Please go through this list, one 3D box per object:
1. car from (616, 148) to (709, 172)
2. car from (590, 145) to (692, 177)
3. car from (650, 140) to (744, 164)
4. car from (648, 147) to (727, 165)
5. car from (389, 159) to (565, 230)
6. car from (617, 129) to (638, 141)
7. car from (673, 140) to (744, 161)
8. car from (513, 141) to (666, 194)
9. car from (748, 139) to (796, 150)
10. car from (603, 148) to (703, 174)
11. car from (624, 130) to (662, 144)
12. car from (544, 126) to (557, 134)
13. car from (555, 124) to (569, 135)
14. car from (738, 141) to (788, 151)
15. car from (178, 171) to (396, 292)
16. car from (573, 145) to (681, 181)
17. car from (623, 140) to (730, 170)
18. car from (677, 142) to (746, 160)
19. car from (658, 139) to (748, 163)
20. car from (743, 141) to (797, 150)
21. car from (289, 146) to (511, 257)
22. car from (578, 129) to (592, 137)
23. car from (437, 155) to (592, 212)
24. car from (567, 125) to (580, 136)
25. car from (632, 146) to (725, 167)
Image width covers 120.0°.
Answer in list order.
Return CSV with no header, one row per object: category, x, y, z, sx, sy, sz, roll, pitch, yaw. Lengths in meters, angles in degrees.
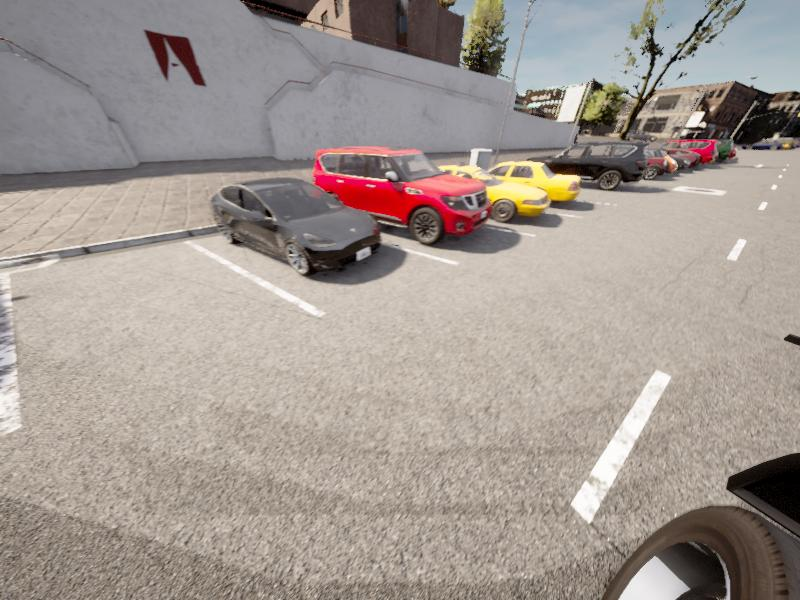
car,21.836,-11.964,19.584,4.792,1.488,2.163,21,40,29
car,16.920,-10.125,16.683,4.553,1.767,2.185,21,40,28
car,31.692,-16.125,25.063,5.566,2.045,2.435,21,40,29
car,29.250,-14.894,23.805,4.674,1.452,2.002,21,40,29
car,2.352,-3.993,8.217,5.366,1.575,1.946,21,40,29
car,52.654,-38.121,53.506,2.435,2.045,5.566,27,42,25
car,36.772,-18.010,27.812,4.442,1.987,1.878,22,40,29
car,9.541,-7.250,12.380,5.566,2.045,2.435,21,40,29
car,76.692,-32.134,47.782,4.553,1.767,2.185,25,42,33
car,19.401,-10.999,18.153,4.892,1.521,2.231,21,40,28
car,48.389,-32.601,46.104,1.932,1.855,4.605,-20,45,-29
car,42.506,-47.884,65.025,1.946,1.575,5.366,27,42,25
car,44.057,-46.270,62.805,1.878,1.987,4.442,27,42,25
car,71.402,-30.389,45.576,4.792,1.488,2.163,25,42,32
car,-2.694,-2.013,5.511,4.792,1.488,2.163,21,40,29
car,14.510,-9.113,15.238,4.553,1.767,2.185,21,40,29
car,24.295,-13.180,20.837,5.566,2.045,2.435,21,40,28
car,39.196,-18.916,29.290,4.553,1.767,2.185,22,40,29
car,34.220,-17.088,26.445,5.566,2.045,2.435,21,40,29
car,74.222,-31.107,46.525,5.366,1.575,1.946,25,42,33
car,-0.238,-3.248,6.754,5.566,2.045,2.435,21,40,29
car,47.506,-42.848,59.266,2.231,1.521,4.892,27,42,25
car,4.500,-5.105,9.792,5.366,1.575,1.946,21,40,29
car,45.765,-44.620,60.926,1.878,1.987,4.442,27,42,24
car,26.630,-14.009,22.464,5.366,1.575,1.946,21,40,29
